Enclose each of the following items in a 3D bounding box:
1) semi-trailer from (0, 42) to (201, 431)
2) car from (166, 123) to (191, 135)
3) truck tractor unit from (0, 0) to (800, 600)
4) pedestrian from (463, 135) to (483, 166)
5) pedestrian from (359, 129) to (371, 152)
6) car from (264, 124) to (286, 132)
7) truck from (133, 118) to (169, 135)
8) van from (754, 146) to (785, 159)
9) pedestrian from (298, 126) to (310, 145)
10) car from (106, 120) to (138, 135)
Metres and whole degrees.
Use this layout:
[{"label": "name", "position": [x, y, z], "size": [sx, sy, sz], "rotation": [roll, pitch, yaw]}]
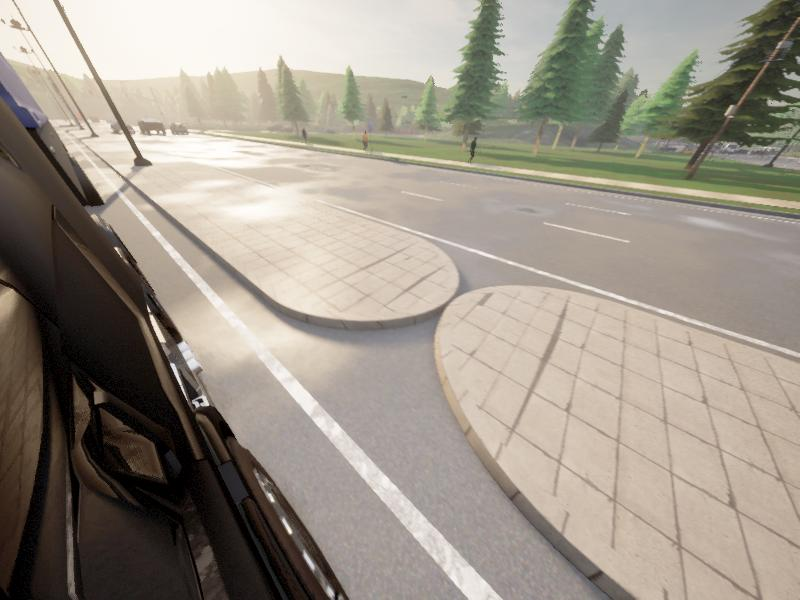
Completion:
[{"label": "semi-trailer", "position": [-8.694, -3.589, 4.260], "size": [14.254, 4.402, 2.717], "rotation": [28, 43, 30]}, {"label": "car", "position": [-38.852, -29.989, 40.470], "size": [3.988, 1.617, 1.851], "rotation": [28, 43, 30]}, {"label": "truck tractor unit", "position": [-2.645, -0.295, 0.352], "size": [6.516, 4.208, 3.053], "rotation": [28, 44, 30]}, {"label": "pedestrian", "position": [5.423, -11.181, 17.247], "size": [0.751, 1.860, 0.751], "rotation": [29, 44, 31]}, {"label": "pedestrian", "position": [-3.494, -16.002, 23.219], "size": [0.751, 1.860, 0.751], "rotation": [29, 44, 31]}, {"label": "car", "position": [-39.267, -54.187, 72.795], "size": [2.150, 2.045, 5.566], "rotation": [28, 44, 30]}, {"label": "truck", "position": [-41.135, -28.680, 38.148], "size": [6.274, 2.098, 2.390], "rotation": [28, 43, 30]}, {"label": "van", "position": [80.622, -32.262, 50.509], "size": [2.069, 2.038, 4.480], "rotation": [28, 44, 31]}, {"label": "pedestrian", "position": [-11.934, -20.568, 28.874], "size": [0.751, 1.860, 0.751], "rotation": [28, 44, 31]}, {"label": "car", "position": [-43.687, -27.113, 36.273], "size": [5.027, 1.651, 2.152], "rotation": [28, 43, 30]}]
